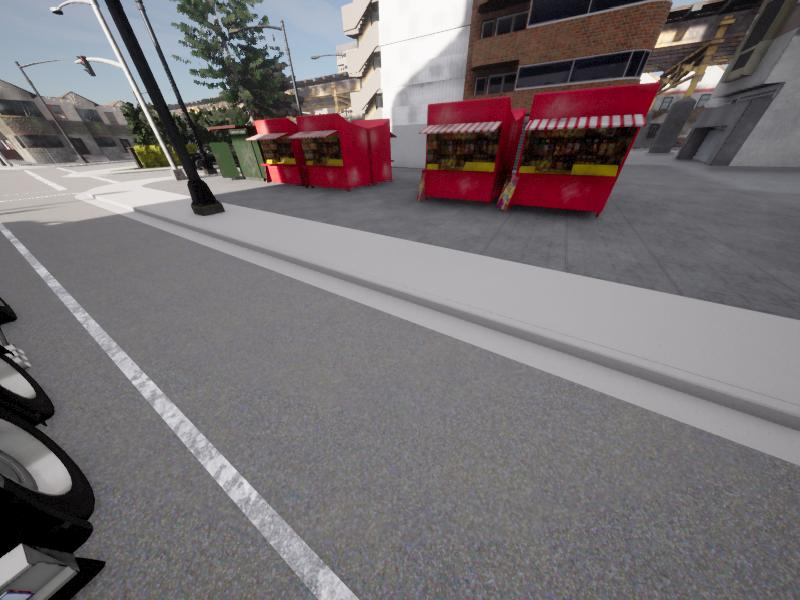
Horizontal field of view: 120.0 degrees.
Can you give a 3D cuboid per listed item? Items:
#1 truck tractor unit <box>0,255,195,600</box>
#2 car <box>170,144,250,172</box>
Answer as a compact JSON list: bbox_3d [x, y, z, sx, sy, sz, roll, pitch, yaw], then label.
[{"bbox_3d":[-5.097,-0.314,0.801,6.516,4.208,3.053,19,39,25],"label":"truck tractor unit"},{"bbox_3d":[-19.121,-14.653,23.661,2.150,2.045,5.566,18,39,26],"label":"car"}]
